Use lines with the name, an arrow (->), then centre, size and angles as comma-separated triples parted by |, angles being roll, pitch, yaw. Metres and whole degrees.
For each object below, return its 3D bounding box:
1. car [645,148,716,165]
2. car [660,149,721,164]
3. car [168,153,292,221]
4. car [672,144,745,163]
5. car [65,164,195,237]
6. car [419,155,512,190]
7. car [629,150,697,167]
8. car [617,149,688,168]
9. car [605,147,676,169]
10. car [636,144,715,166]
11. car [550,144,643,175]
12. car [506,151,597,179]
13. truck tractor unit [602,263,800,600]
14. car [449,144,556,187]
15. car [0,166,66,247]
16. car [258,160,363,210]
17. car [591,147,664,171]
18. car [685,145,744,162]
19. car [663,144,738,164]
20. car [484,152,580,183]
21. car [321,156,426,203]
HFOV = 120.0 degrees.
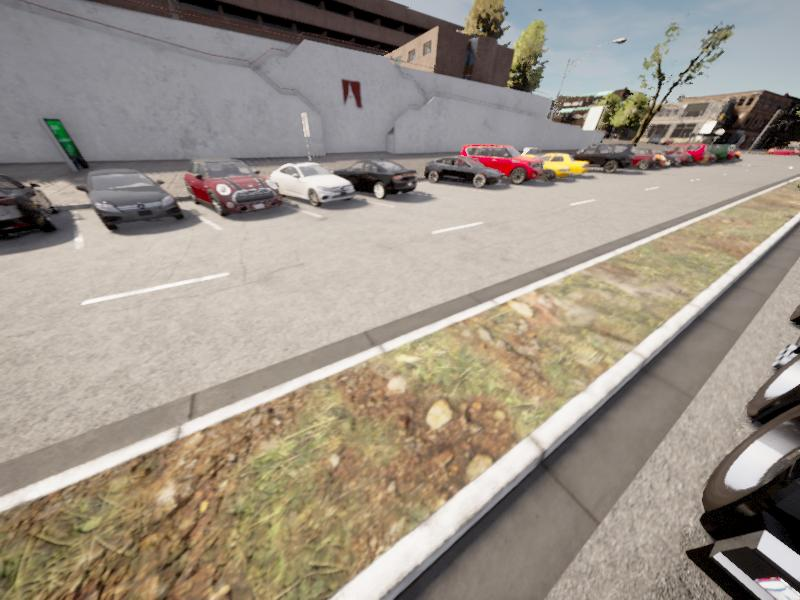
car -> 34.838, -18.017, 28.971 | 5.366, 1.575, 1.946 | 25, 42, 32
car -> 37.589, -18.740, 30.135 | 4.674, 1.452, 2.002 | 25, 42, 32
car -> -6.660, -4.603, 9.016 | 4.553, 1.767, 2.185 | 25, 41, 32
car -> 42.844, -20.626, 32.439 | 5.566, 2.045, 2.435 | 25, 41, 32
car -> -9.236, -3.610, 7.859 | 4.674, 1.452, 2.002 | 25, 41, 32
car -> 3.793, -7.850, 14.004 | 4.792, 1.488, 2.163 | 25, 41, 32
car -> 29.750, -16.272, 26.415 | 4.792, 1.488, 2.163 | 25, 42, 32
car -> 27.173, -15.459, 25.149 | 4.892, 1.521, 2.231 | 25, 41, 32
car -> 24.552, -14.739, 23.848 | 4.553, 1.767, 2.185 | 25, 41, 32
car -> 32.355, -17.336, 27.504 | 5.566, 2.045, 2.435 | 25, 42, 32
car -> 16.745, -12.325, 20.045 | 5.566, 2.045, 2.435 | 25, 42, 32
car -> 11.426, -10.492, 17.797 | 5.366, 1.575, 1.946 | 25, 42, 32
truck tractor unit -> 5.107, -0.306, 0.780 | 6.516, 4.208, 3.053 | -18, 39, -24
car -> 6.395, -8.932, 15.082 | 5.566, 2.045, 2.435 | 25, 41, 32
car -> -11.869, -2.787, 6.618 | 4.792, 1.488, 2.163 | 25, 42, 32
car -> -4.036, -5.301, 10.328 | 4.674, 1.452, 2.002 | 25, 41, 32
car -> 21.996, -13.878, 22.567 | 4.553, 1.767, 2.185 | 25, 42, 32
car -> 45.532, -21.390, 33.633 | 4.442, 1.987, 1.878 | 26, 41, 33
car -> 40.178, -19.820, 31.229 | 5.566, 2.045, 2.435 | 26, 42, 32
car -> 9.116, -9.516, 16.368 | 5.366, 1.575, 1.946 | 25, 41, 32
car -> -1.431, -6.178, 11.531 | 5.008, 1.535, 2.097 | 25, 42, 32
